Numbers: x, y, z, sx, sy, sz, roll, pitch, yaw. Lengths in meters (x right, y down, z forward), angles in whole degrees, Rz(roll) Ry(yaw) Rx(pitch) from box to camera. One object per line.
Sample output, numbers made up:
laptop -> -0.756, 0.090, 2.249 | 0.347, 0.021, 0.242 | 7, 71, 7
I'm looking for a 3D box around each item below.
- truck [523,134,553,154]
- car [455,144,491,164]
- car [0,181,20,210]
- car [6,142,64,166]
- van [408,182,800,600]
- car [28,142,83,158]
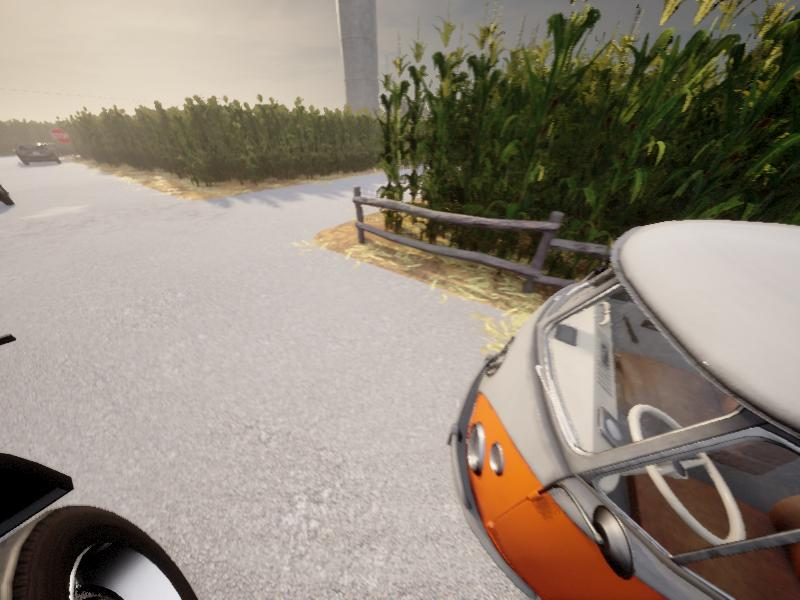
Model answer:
truck -> 22.266, -25.137, 37.180 | 2.627, 2.467, 5.204 | 23, 42, 28
car -> 8.239, -16.315, 25.730 | 1.801, 1.575, 5.366 | 22, 41, 28
car -> -16.882, -4.342, 8.797 | 4.718, 1.301, 1.895 | 21, 40, 27
car -> -34.727, -13.972, 21.973 | 4.611, 1.667, 2.242 | 22, 41, 28
van -> 2.388, 1.097, 0.650 | 4.442, 1.987, 1.775 | 22, 41, 28
car -> -43.137, -18.924, 29.092 | 1.970, 1.475, 3.806 | -12, 37, -17
